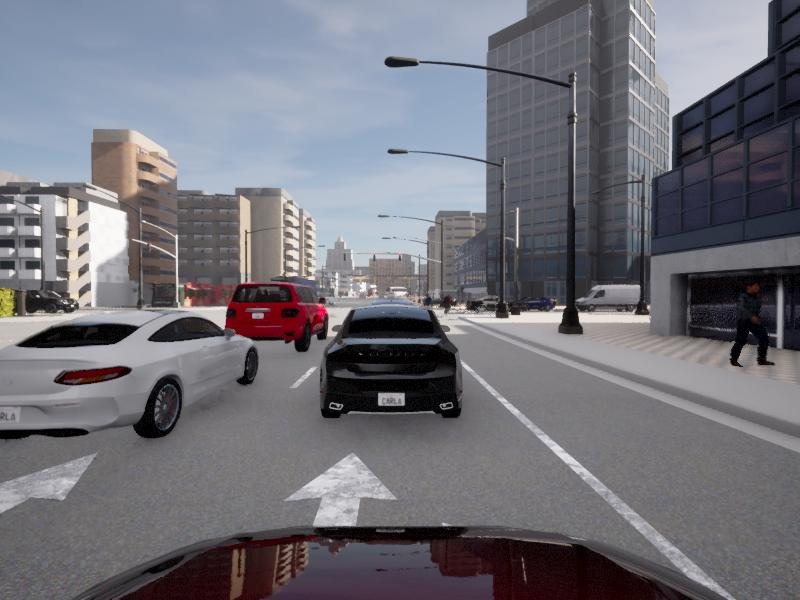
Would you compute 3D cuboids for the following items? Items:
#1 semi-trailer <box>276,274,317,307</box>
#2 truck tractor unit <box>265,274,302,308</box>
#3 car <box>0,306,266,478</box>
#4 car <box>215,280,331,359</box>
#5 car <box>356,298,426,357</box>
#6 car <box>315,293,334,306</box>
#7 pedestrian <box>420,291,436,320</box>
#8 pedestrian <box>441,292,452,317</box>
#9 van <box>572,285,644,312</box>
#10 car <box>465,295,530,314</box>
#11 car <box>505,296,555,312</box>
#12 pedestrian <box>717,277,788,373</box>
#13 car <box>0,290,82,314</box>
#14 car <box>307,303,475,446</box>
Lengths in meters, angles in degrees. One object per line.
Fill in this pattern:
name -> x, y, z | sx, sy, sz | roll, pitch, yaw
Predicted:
semi-trailer -> -15.356, -1.292, 60.683 | 2.717, 4.402, 14.254 | 1, 0, -1
truck tractor unit -> -15.183, -1.142, 52.775 | 3.053, 4.208, 6.516 | 0, 0, -1
car -> -3.631, 0.861, 5.908 | 1.812, 1.442, 4.674 | 0, 0, -1
car -> -3.796, 0.479, 13.206 | 2.150, 2.045, 5.566 | 0, 1, -1
car -> -0.289, 0.737, 13.310 | 1.882, 1.535, 5.008 | 0, 1, -1
car -> -11.930, -0.107, 63.603 | 2.150, 2.045, 5.566 | 0, 0, -1
pedestrian -> 1.875, 0.368, 26.430 | 0.751, 1.860, 0.751 | -1, 1, -36
pedestrian -> 3.567, 0.300, 30.405 | 0.751, 1.860, 0.751 | 0, 1, 13
van -> 19.906, -0.155, 38.479 | 5.915, 2.561, 1.988 | 0, 1, -1
car -> 8.430, 0.353, 34.897 | 5.238, 1.638, 1.930 | 0, 1, 0
car -> 12.427, 0.376, 38.379 | 4.193, 1.474, 1.816 | 0, 1, -1
pedestrian -> 7.161, 0.474, 8.152 | 0.751, 1.860, 0.751 | 0, 1, -5
car -> -30.852, 0.145, 34.241 | 5.566, 2.045, 2.150 | 0, 1, -1
car -> -0.149, 0.835, 6.827 | 1.837, 1.490, 4.892 | 0, 0, -1
